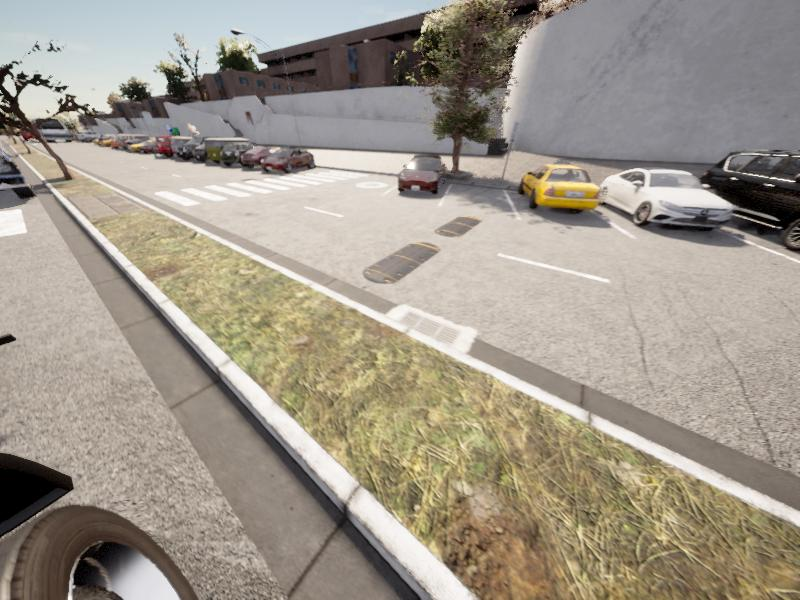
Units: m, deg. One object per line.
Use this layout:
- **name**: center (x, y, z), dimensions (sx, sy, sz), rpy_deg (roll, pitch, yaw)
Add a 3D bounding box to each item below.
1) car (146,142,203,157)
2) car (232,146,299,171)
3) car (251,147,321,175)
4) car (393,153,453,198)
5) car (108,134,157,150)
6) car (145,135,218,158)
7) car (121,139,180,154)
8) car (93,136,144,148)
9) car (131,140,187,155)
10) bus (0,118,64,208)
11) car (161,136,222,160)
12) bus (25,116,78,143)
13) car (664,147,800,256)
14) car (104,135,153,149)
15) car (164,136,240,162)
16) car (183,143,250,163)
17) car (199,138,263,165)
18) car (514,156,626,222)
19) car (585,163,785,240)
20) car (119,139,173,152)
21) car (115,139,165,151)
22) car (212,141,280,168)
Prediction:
- **car**: center (-27.932, -18.943, 28.912), dimensions (2.002, 1.452, 4.674), rpy_deg (9, 36, 12)
- **car**: center (-10.895, -11.827, 19.155), dimensions (2.002, 1.452, 4.674), rpy_deg (9, 36, 12)
- **car**: center (-8.444, -10.798, 17.723), dimensions (2.163, 1.488, 4.792), rpy_deg (10, 36, 12)
- **car**: center (1.351, -6.710, 12.112), dimensions (2.163, 1.488, 4.792), rpy_deg (10, 36, 12)
- **car**: center (-42.554, -25.287, 36.969), dimensions (1.878, 1.987, 4.442), rpy_deg (10, 36, 11)
- **car**: center (-25.486, -18.179, 27.381), dimensions (2.435, 2.045, 5.566), rpy_deg (9, 36, 12)
- **car**: center (-35.276, -21.956, 32.905), dimensions (1.946, 1.575, 5.366), rpy_deg (10, 36, 12)
- **car**: center (-49.888, -28.215, 41.160), dimensions (1.946, 1.575, 5.366), rpy_deg (11, 36, 11)
- **car**: center (-32.805, -20.985, 31.663), dimensions (2.163, 1.488, 4.792), rpy_deg (10, 36, 12)
- **bus**: center (-18.974, -6.617, 9.254), dimensions (10.273, 4.253, 3.944), rpy_deg (23, 41, 28)
- **car**: center (-23.081, -17.060, 25.882), dimensions (1.878, 1.987, 4.442), rpy_deg (10, 36, 12)
- **bus**: center (-73.813, -36.015, 48.891), dimensions (10.273, 4.253, 3.944), rpy_deg (23, 41, 27)
- **car**: center (11.158, -2.863, 6.326), dimensions (2.435, 2.045, 5.566), rpy_deg (10, 36, 12)
- **car**: center (-44.980, -26.302, 38.473), dimensions (2.185, 1.767, 4.553), rpy_deg (10, 36, 12)
- **car**: center (-20.623, -16.113, 24.544), dimensions (2.435, 2.045, 5.566), rpy_deg (10, 36, 12)
- **car**: center (-18.194, -14.904, 23.313), dimensions (2.231, 1.521, 4.892), rpy_deg (9, 36, 12)
- **car**: center (-15.726, -14.142, 21.887), dimensions (1.878, 1.987, 4.442), rpy_deg (9, 36, 12)
- **car**: center (6.298, -4.813, 9.456), dimensions (1.946, 1.575, 5.366), rpy_deg (9, 36, 12)
- **car**: center (8.708, -3.660, 7.927), dimensions (2.002, 1.452, 4.674), rpy_deg (10, 36, 12)
- **car**: center (-37.666, -23.081, 34.481), dimensions (2.163, 1.488, 4.792), rpy_deg (10, 36, 12)
- **car**: center (-40.109, -24.094, 35.838), dimensions (2.002, 1.452, 4.674), rpy_deg (10, 36, 12)
- **car**: center (-13.331, -12.963, 20.432), dimensions (2.185, 1.767, 4.553), rpy_deg (9, 36, 12)
